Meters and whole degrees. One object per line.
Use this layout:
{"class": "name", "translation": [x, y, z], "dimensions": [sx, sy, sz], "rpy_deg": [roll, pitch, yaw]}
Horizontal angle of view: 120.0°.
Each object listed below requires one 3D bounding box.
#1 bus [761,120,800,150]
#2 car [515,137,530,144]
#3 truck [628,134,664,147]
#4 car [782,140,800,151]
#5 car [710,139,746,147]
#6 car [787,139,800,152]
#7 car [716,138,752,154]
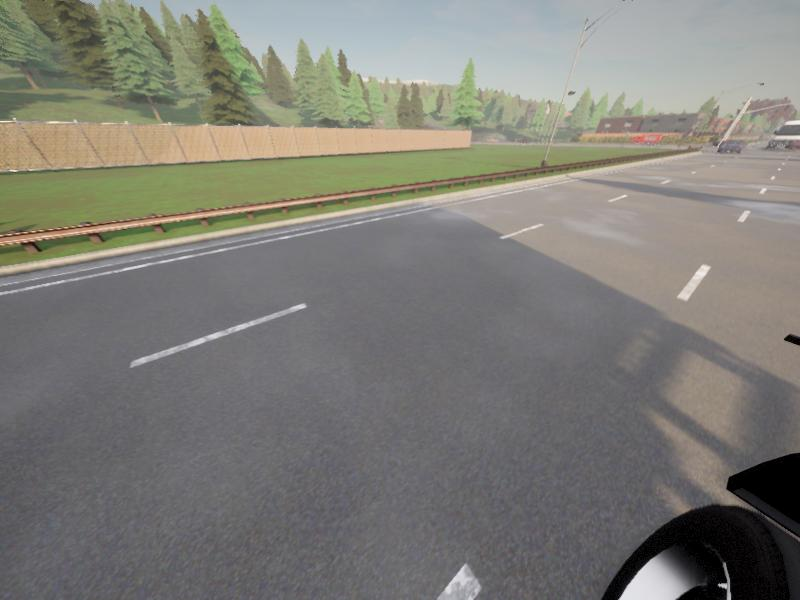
{"class": "bus", "translation": [72.844, -30.731, 43.020], "dimensions": [10.273, 4.253, 3.944], "rpy_deg": [-23, 41, -27]}
{"class": "car", "translation": [43.704, -56.918, 82.435], "dimensions": [1.905, 1.878, 3.866], "rpy_deg": [-22, 41, -27]}
{"class": "truck", "translation": [60.579, -39.431, 57.015], "dimensions": [2.627, 2.467, 5.204], "rpy_deg": [-22, 41, -27]}
{"class": "car", "translation": [67.258, -25.266, 37.749], "dimensions": [2.163, 1.488, 4.792], "rpy_deg": [-22, 40, -27]}
{"class": "car", "translation": [74.474, -35.717, 52.575], "dimensions": [4.181, 1.385, 1.994], "rpy_deg": [10, 37, 15]}
{"class": "car", "translation": [64.476, -24.074, 35.979], "dimensions": [1.851, 1.617, 3.988], "rpy_deg": [-22, 40, -27]}
{"class": "car", "translation": [47.849, -22.064, 33.128], "dimensions": [4.553, 1.767, 2.097], "rpy_deg": [-23, 41, -29]}
